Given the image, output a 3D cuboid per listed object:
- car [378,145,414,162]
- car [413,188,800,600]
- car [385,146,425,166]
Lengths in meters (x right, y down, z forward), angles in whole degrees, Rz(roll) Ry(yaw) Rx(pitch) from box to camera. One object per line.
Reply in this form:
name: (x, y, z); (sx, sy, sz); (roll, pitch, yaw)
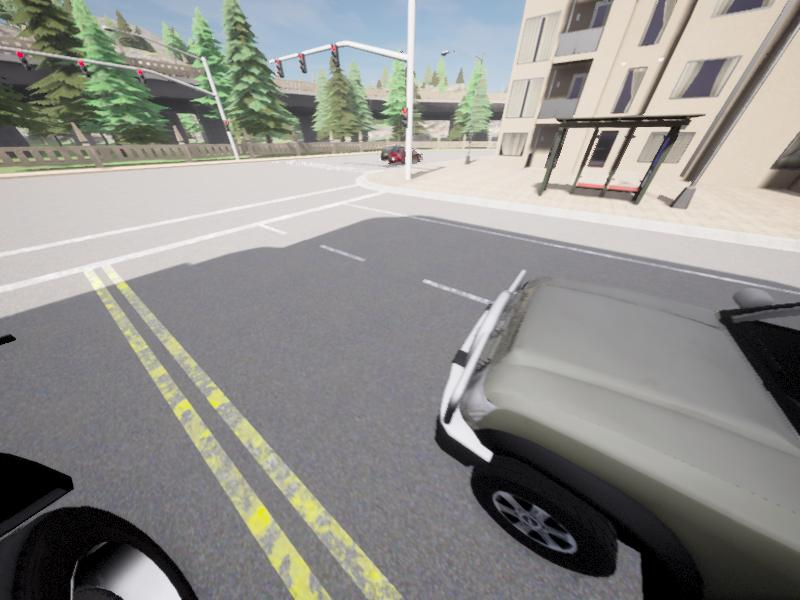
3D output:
car: (-0.399, -16.947, 26.672); (1.994, 1.385, 4.181); (23, 41, 28)
car: (2.551, 0.944, 0.961); (4.605, 1.855, 1.932); (22, 41, 28)
car: (0.592, -14.330, 22.875); (1.816, 1.474, 4.193); (23, 41, 28)
